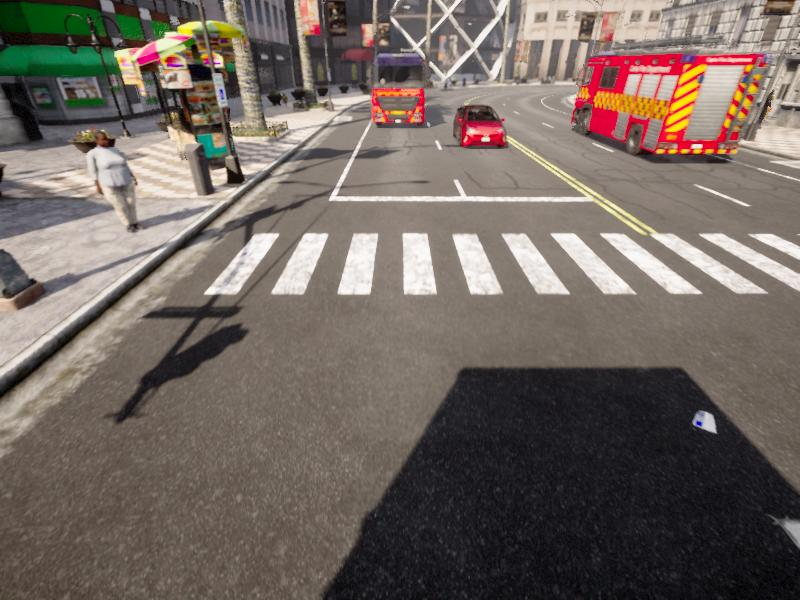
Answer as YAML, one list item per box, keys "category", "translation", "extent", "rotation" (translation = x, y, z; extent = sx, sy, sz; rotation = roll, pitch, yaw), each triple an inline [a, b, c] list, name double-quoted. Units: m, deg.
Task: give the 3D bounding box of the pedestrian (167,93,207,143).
- category: "pedestrian"
  translation: [-9.034, -7.746, 17.021]
  extent: [0.751, 1.860, 0.751]
  rotation: [14, 33, 22]

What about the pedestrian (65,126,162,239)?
- category: "pedestrian"
  translation: [-5.368, -2.225, 7.595]
  extent: [0.751, 1.860, 0.751]
  rotation: [18, 35, 27]

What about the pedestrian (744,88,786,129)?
- category: "pedestrian"
  translation: [18.965, -9.964, 20.825]
  extent: [0.751, 1.860, 0.751]
  rotation: [-2, 30, -3]

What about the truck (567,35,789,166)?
- category: "truck"
  translation: [10.355, -8.509, 16.740]
  extent: [2.891, 3.827, 8.468]
  rotation: [0, 30, 0]

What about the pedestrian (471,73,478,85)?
- category: "pedestrian"
  translation: [12.644, -37.414, 67.696]
  extent: [0.751, 1.860, 0.751]
  rotation: [-23, 37, -34]

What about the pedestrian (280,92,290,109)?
- category: "pedestrian"
  translation: [-8.712, -15.146, 30.410]
  extent: [0.500, 1.100, 0.500]
  rotation: [-1, 30, -2]

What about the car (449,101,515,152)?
- category: "car"
  translation: [3.468, -7.867, 17.915]
  extent: [2.007, 1.525, 4.514]
  rotation: [0, 30, 0]

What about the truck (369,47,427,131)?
- category: "truck"
  translation: [0.003, -12.973, 24.358]
  extent: [2.891, 3.827, 8.468]
  rotation: [1, 30, 1]
